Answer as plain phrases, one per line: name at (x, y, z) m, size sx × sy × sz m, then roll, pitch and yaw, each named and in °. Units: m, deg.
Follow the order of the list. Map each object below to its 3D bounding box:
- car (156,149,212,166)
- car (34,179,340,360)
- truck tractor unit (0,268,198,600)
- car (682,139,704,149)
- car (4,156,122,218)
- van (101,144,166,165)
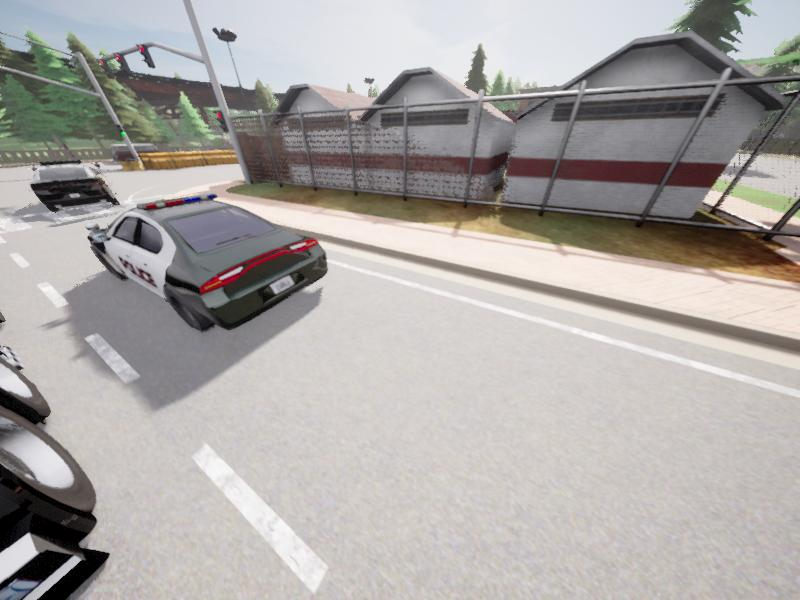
car at (-25.228, -16.778, 27.132) m, size 1.994 × 1.385 × 4.181 m, roll 17°, pitch 38°, yaw 23°
car at (-3.815, -1.071, 4.237) m, size 4.974 × 1.542 × 2.038 m, roll 18°, pitch 39°, yaw 24°
truck tractor unit at (-5.122, -0.289, 0.771) m, size 6.516 × 4.208 × 3.053 m, roll 18°, pitch 39°, yaw 24°
car at (69.277, -36.880, 54.676) m, size 3.866 × 1.878 × 1.905 m, roll -19°, pitch 39°, yaw -25°
car at (-14.088, -5.139, 10.074) m, size 5.238 × 1.638 × 1.930 m, roll 30°, pitch 45°, yaw 35°
van at (-32.338, -17.877, 28.234) m, size 1.775 × 1.987 × 4.442 m, roll 17°, pitch 38°, yaw 23°
